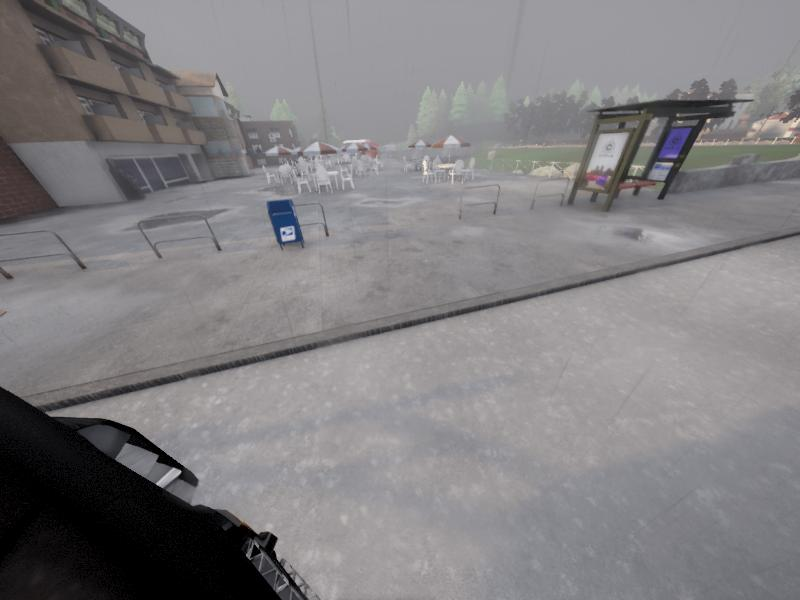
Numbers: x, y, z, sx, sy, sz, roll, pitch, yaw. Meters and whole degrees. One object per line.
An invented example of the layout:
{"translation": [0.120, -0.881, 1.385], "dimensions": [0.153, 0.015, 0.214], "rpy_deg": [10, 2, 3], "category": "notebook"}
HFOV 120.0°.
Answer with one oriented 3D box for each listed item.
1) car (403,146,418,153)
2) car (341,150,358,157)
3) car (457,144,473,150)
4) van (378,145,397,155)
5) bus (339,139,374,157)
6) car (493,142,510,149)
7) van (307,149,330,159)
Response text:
{"translation": [3.644, -52.399, 80.548], "dimensions": [4.553, 1.767, 2.097], "rpy_deg": [-12, 35, -13], "category": "car"}
{"translation": [-15.908, -45.976, 72.570], "dimensions": [4.856, 1.649, 2.033], "rpy_deg": [-12, 35, -13], "category": "car"}
{"translation": [23.000, -54.017, 81.595], "dimensions": [4.856, 1.649, 2.033], "rpy_deg": [-12, 35, -13], "category": "car"}
{"translation": [-4.306, -51.092, 78.491], "dimensions": [5.915, 2.561, 1.988], "rpy_deg": [-12, 35, -13], "category": "van"}
{"translation": [-14.130, -49.694, 75.646], "dimensions": [10.273, 4.253, 3.944], "rpy_deg": [-12, 35, -13], "category": "bus"}
{"translation": [37.319, -56.848, 85.001], "dimensions": [5.027, 1.651, 2.152], "rpy_deg": [-12, 35, -13], "category": "car"}
{"translation": [-24.741, -44.481, 70.304], "dimensions": [6.366, 2.431, 2.351], "rpy_deg": [-12, 35, -13], "category": "van"}
